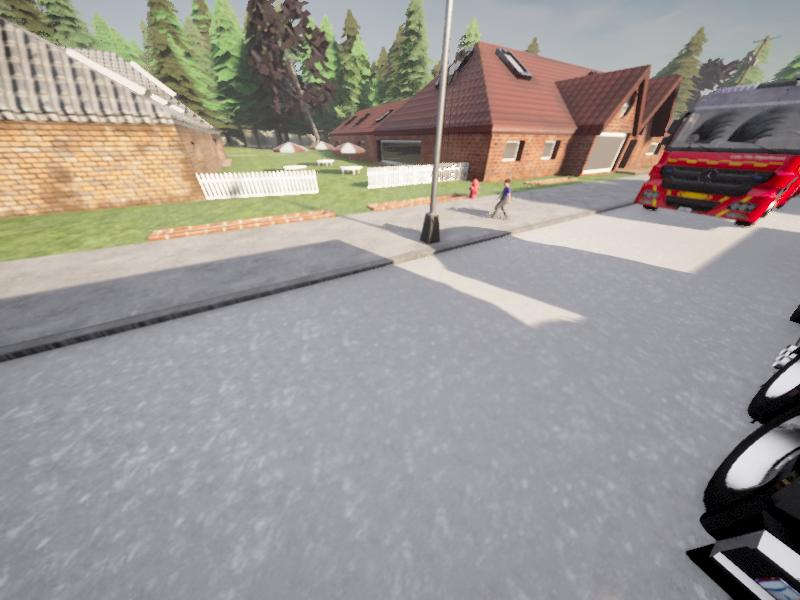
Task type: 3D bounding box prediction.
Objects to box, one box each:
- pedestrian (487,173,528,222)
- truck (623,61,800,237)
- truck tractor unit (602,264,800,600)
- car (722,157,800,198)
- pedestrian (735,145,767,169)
[{"bbox_3d":[3.363,-3.258,7.357,0.751,1.300,0.751,5,35,7],"label":"pedestrian"},{"bbox_3d":[12.854,-5.293,8.367,8.468,3.827,2.891,-18,39,-24],"label":"truck"},{"bbox_3d":[5.108,-0.304,0.782,6.516,4.208,3.053,-18,39,-24],"label":"truck tractor unit"},{"bbox_3d":[20.726,-6.902,12.764,4.902,1.511,2.128,-18,39,-24],"label":"car"},{"bbox_3d":[32.539,-13.241,21.438,0.751,1.860,0.751,-22,40,-28],"label":"pedestrian"}]
